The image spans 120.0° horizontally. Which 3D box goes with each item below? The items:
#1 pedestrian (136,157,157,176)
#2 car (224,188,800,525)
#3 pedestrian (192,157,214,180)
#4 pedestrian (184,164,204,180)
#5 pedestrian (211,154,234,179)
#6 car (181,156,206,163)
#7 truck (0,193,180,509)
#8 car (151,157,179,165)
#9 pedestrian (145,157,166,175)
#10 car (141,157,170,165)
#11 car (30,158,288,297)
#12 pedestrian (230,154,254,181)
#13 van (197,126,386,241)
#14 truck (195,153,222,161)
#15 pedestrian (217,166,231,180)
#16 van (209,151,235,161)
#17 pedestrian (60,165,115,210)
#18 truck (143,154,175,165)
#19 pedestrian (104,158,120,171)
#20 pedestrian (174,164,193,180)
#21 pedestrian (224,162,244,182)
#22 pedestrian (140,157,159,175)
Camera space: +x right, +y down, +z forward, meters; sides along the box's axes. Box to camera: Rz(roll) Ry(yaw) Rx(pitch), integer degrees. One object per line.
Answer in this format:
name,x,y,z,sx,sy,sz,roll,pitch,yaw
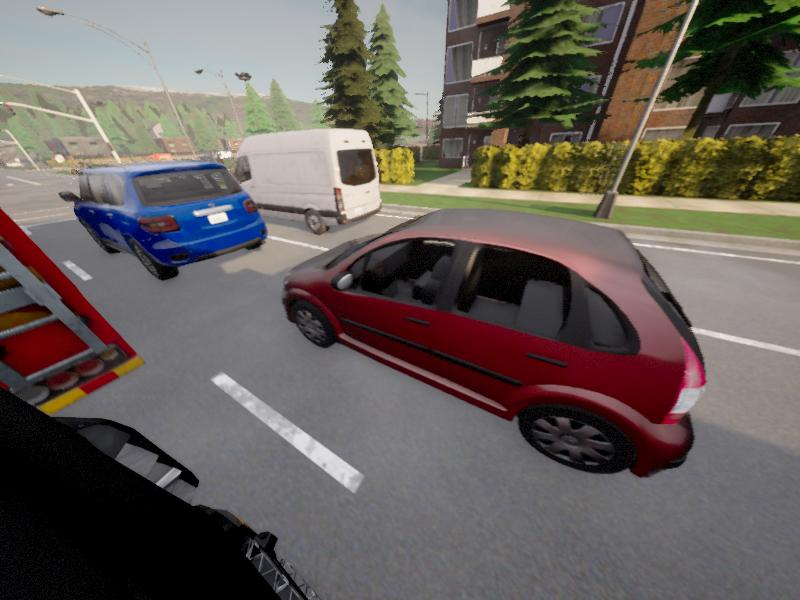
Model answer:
pedestrian,-30.239,-15.978,27.598,0.751,1.860,0.751,16,38,25
car,0.407,-0.144,2.613,3.988,1.617,1.851,17,38,26
pedestrian,-19.077,-12.753,22.380,0.751,1.860,0.751,20,40,29
pedestrian,-19.961,-12.407,22.415,0.751,1.300,0.751,16,38,25
pedestrian,-15.625,-11.729,20.366,0.751,1.860,0.751,18,38,27
car,-63.238,-43.163,70.830,2.038,1.542,4.974,17,38,26
truck,-6.865,-0.961,2.273,8.468,3.827,2.891,16,38,26
car,-64.426,-38.149,63.392,2.038,1.542,4.974,17,38,26
pedestrian,-29.350,-16.130,27.774,0.751,1.860,0.751,11,36,18
car,-70.387,-40.043,66.539,1.930,1.638,5.238,17,38,26
car,-5.762,-2.149,5.586,5.566,2.045,2.150,16,38,26
pedestrian,-12.893,-10.845,18.881,0.751,1.860,0.751,16,38,25
van,-3.563,-3.955,7.716,5.915,2.561,1.988,16,38,26
truck,-65.498,-48.876,79.057,2.390,2.098,6.274,17,38,26
pedestrian,-16.694,-12.083,21.921,0.500,1.100,0.500,21,40,31
van,-58.923,-47.814,76.645,1.988,2.561,5.915,17,38,26
pedestrian,-15.236,-5.498,11.311,0.751,1.860,0.751,18,39,27
truck,-67.380,-39.492,64.785,2.627,2.467,5.204,17,38,26
pedestrian,-47.646,-22.370,38.206,0.751,1.860,0.751,19,39,29
pedestrian,-21.919,-13.003,23.427,0.751,1.300,0.751,17,38,27
pedestrian,-13.394,-10.349,18.673,0.751,1.300,0.751,23,41,32
pedestrian,-30.460,-16.324,28.129,0.751,1.860,0.751,20,39,29
